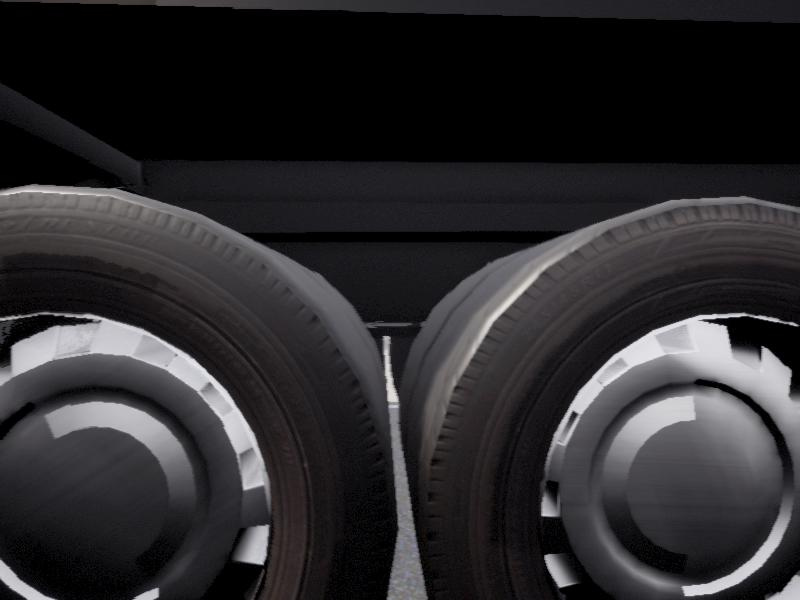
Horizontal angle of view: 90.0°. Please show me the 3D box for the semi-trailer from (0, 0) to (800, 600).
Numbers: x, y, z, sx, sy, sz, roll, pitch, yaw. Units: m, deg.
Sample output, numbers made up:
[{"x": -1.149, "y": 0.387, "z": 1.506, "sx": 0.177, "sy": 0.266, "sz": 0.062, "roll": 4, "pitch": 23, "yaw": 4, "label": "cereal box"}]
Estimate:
[{"x": 3.148, "y": -1.225, "z": 2.133, "sx": 14.254, "sy": 4.402, "sz": 2.717, "roll": 0, "pitch": 0, "yaw": -3, "label": "semi-trailer"}]
